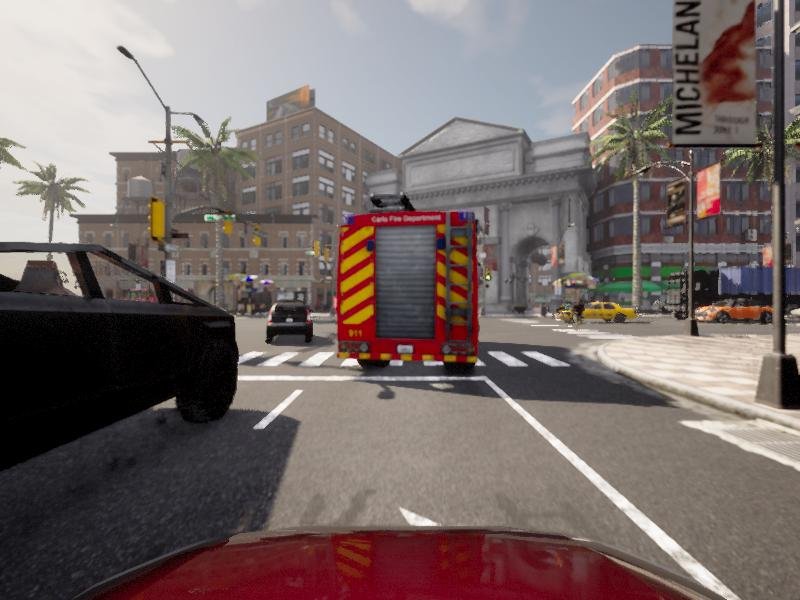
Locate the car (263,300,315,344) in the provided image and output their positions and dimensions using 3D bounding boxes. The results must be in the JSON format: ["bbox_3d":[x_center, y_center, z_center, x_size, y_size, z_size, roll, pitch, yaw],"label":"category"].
[{"bbox_3d":[-4.606,0.799,16.729,1.851,1.617,3.988,0,0,-15],"label":"car"}]

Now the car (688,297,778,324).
[{"bbox_3d":[23.356,0.713,28.183,4.553,1.767,2.097,0,0,0],"label":"car"}]

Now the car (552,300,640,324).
[{"bbox_3d":[13.743,0.819,28.271,5.366,1.575,1.801,0,0,0],"label":"car"}]

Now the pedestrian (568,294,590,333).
[{"bbox_3d":[8.819,0.650,19.738,0.751,1.860,0.751,0,0,-5],"label":"pedestrian"}]

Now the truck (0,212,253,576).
[{"bbox_3d":[-3.507,0.544,3.152,2.390,2.098,6.274,0,0,0],"label":"truck"}]

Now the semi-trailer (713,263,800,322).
[{"bbox_3d":[32.612,-0.596,31.138,14.254,4.402,2.717,0,0,1],"label":"semi-trailer"}]

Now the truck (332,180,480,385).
[{"bbox_3d":[0.838,-0.315,11.899,2.891,3.827,8.468,0,0,10],"label":"truck"}]

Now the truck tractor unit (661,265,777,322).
[{"bbox_3d":[24.704,-0.502,31.311,6.516,4.208,3.053,0,0,3],"label":"truck tractor unit"}]
